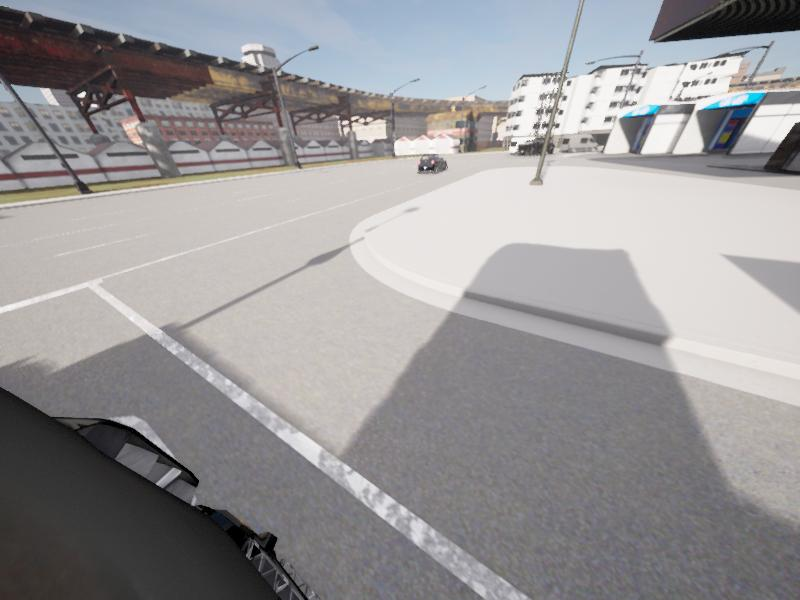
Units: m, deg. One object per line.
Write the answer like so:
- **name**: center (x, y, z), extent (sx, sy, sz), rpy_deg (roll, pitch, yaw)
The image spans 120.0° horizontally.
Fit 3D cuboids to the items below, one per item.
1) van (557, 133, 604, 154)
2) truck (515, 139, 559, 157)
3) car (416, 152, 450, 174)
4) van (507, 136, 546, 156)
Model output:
- **van**: center (30.358, -26.303, 38.894), extent (5.915, 2.561, 1.988), rpy_deg (-7, 34, -6)
- **truck**: center (22.235, -24.714, 37.536), extent (6.274, 2.098, 2.390), rpy_deg (-16, 36, -19)
- **car**: center (3.135, -12.862, 21.701), extent (1.845, 1.501, 3.633), rpy_deg (16, 38, 26)
- **van**: center (22.197, -26.974, 40.544), extent (5.915, 2.561, 1.988), rpy_deg (-14, 35, -17)
